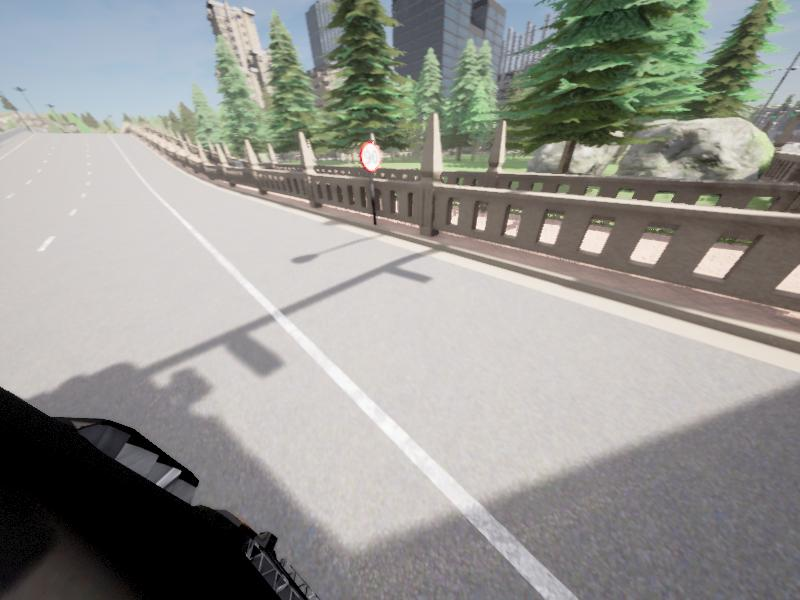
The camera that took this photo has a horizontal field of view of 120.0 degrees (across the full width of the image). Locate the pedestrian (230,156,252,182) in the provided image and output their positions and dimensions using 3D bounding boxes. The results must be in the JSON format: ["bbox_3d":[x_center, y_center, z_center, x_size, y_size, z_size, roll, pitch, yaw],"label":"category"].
[{"bbox_3d":[-13.488,-11.139,19.618,0.751,1.860,0.751,27,43,36],"label":"pedestrian"}]
